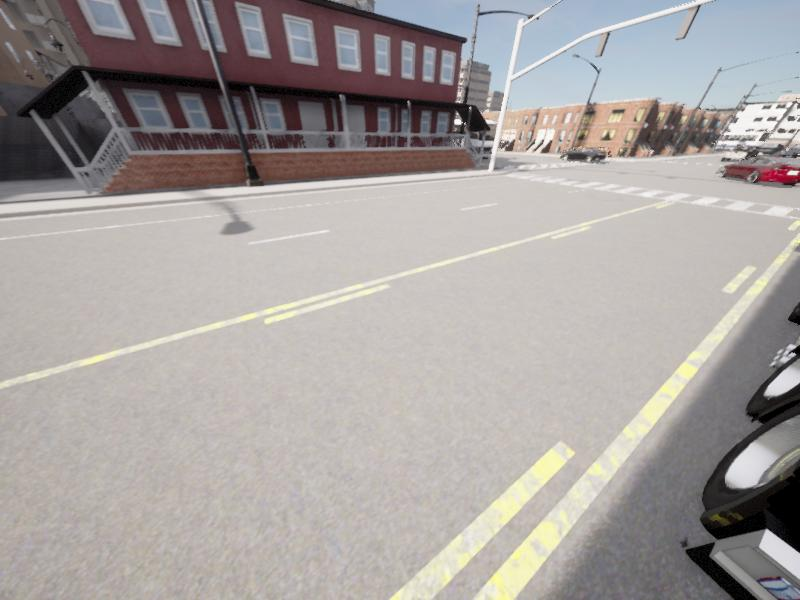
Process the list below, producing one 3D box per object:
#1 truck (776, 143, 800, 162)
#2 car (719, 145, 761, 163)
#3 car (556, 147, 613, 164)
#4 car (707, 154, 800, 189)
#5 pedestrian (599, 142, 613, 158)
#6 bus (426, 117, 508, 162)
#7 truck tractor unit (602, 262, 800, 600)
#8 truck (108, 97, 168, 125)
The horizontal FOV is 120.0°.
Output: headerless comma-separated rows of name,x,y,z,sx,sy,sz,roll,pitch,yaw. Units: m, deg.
truck,58.413,-21.581,33.719,6.274,2.098,2.390,-18,39,-25
car,45.305,-19.520,30.792,4.605,1.855,1.932,-18,39,-25
car,22.346,-17.758,28.283,2.128,1.511,4.902,-15,38,-21
car,24.069,-8.708,15.434,2.163,1.488,4.792,13,37,18
pedestrian,29.894,-21.808,33.549,0.751,1.860,0.751,-25,43,-32
bus,8.280,-21.355,30.832,3.944,4.253,10.273,-18,39,-25
truck tractor unit,5.115,-0.295,0.786,6.516,4.208,3.053,-18,39,-24
truck,-45.366,-32.900,40.335,6.274,2.098,2.390,-7,34,-32
